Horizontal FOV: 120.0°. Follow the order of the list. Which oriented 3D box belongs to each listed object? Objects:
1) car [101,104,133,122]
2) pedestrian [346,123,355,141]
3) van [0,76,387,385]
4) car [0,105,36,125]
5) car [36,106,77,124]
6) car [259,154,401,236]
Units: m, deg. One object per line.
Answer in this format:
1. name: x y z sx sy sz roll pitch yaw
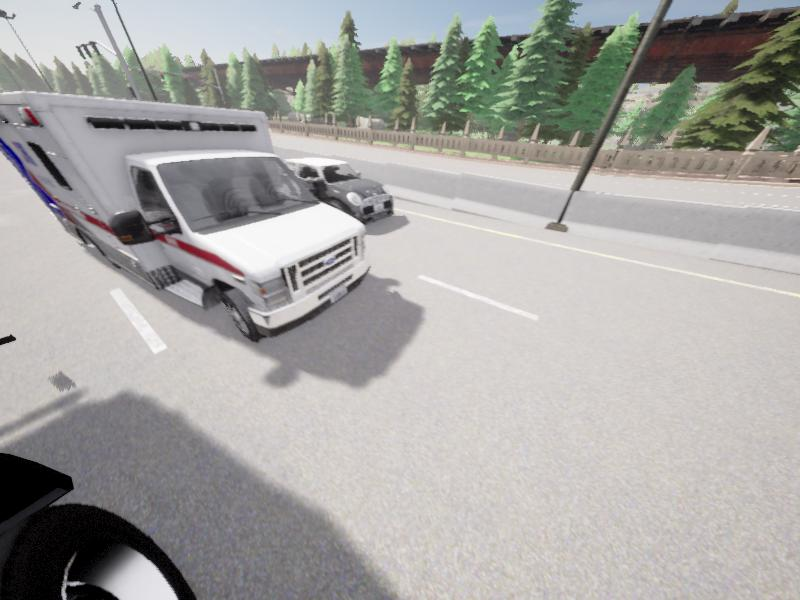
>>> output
1. car: -44.163 -29.146 36.064 4.605 1.855 1.932 28 42 26
2. pedestrian: -6.645 -22.463 30.971 0.751 1.860 0.751 26 42 25
3. van: -3.550 -1.659 3.840 6.366 2.431 2.351 20 40 22
4. car: -40.612 -19.337 24.057 5.357 1.411 2.033 26 42 25
5. car: -41.602 -22.418 27.986 4.181 1.385 1.994 26 42 25
6. car: -2.111 -3.432 7.126 3.806 1.475 1.970 24 42 26
